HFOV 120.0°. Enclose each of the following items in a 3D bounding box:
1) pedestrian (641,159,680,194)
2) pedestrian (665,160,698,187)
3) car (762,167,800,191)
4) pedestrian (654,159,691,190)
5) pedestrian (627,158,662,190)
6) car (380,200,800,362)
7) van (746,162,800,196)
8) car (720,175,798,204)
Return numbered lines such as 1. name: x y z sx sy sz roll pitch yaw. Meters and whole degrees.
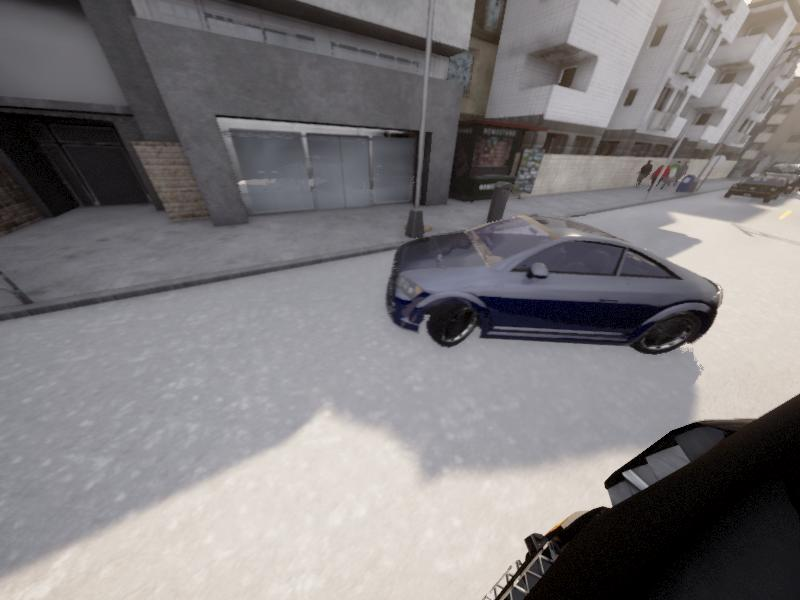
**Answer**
1. pedestrian: 16.403 -7.771 14.580 0.751 1.860 0.751 -19 40 -29
2. pedestrian: 22.285 -10.032 18.327 0.751 1.860 0.751 -13 37 -22
3. car: 37.254 -11.495 21.878 4.611 1.667 2.242 -16 38 -26
4. pedestrian: 19.507 -8.970 16.566 0.751 1.860 0.751 -14 37 -23
5. pedestrian: 17.029 -8.791 16.140 0.751 1.860 0.751 -13 37 -21
6. car: 1.905 -0.448 3.407 4.181 1.385 1.994 3 34 1
7. van: 30.678 -9.734 18.502 4.480 2.038 2.069 -16 38 -26
8. car: 23.491 -7.334 15.126 4.718 1.301 1.895 -16 38 -26
